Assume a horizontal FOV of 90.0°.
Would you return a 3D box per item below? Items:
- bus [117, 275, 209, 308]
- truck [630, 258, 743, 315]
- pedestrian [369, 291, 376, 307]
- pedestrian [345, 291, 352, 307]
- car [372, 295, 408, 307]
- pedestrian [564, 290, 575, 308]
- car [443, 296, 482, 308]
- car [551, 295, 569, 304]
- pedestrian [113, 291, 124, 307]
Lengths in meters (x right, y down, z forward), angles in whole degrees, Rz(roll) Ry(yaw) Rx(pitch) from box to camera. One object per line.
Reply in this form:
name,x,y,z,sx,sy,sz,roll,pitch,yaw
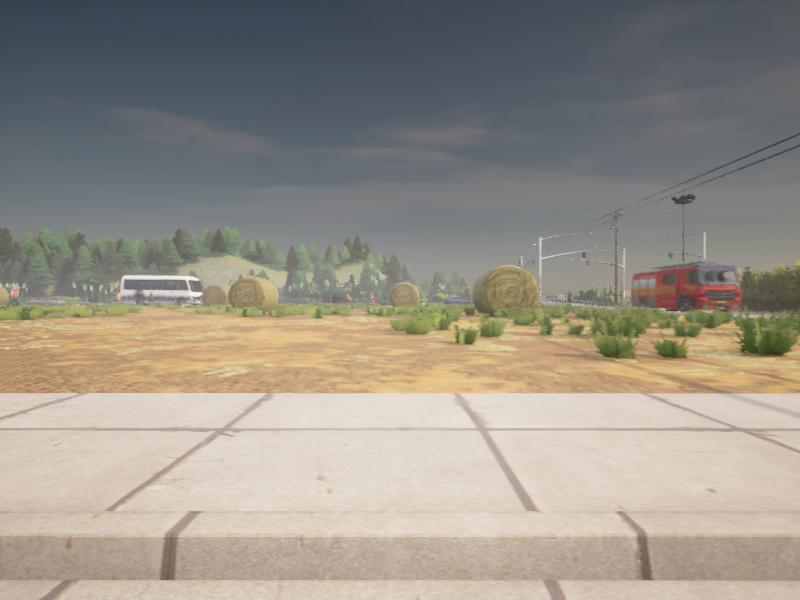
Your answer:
bus,-31.935,-1.154,54.273,10.273,4.253,3.944,1,0,3
truck,21.735,-0.889,31.164,2.891,3.827,8.468,0,0,1
pedestrian,-3.308,-0.124,47.892,0.751,1.860,0.751,0,0,6
pedestrian,-6.087,-0.124,47.137,0.751,1.860,0.751,0,0,-2
car,-1.310,0.169,55.676,4.856,1.649,2.033,0,0,4
pedestrian,17.023,-0.085,40.215,0.751,1.860,0.751,0,0,-4
car,8.050,0.244,51.560,4.792,1.488,2.163,0,0,4
car,27.726,-0.146,69.561,1.812,1.442,4.674,0,2,7
pedestrian,-34.556,-0.130,49.093,0.751,1.860,0.751,0,0,4
